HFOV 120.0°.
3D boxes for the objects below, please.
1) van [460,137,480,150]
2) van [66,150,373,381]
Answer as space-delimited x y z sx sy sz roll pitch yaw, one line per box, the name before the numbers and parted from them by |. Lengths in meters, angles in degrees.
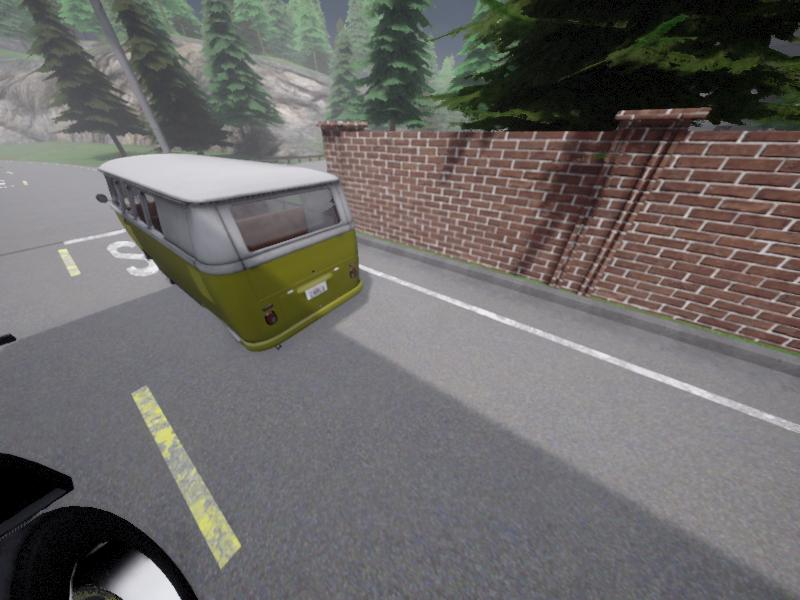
van | 13.668 -30.444 44.860 2.069 2.038 4.480 22 40 27
van | -2.764 -1.070 3.639 4.442 1.987 1.775 23 41 28
